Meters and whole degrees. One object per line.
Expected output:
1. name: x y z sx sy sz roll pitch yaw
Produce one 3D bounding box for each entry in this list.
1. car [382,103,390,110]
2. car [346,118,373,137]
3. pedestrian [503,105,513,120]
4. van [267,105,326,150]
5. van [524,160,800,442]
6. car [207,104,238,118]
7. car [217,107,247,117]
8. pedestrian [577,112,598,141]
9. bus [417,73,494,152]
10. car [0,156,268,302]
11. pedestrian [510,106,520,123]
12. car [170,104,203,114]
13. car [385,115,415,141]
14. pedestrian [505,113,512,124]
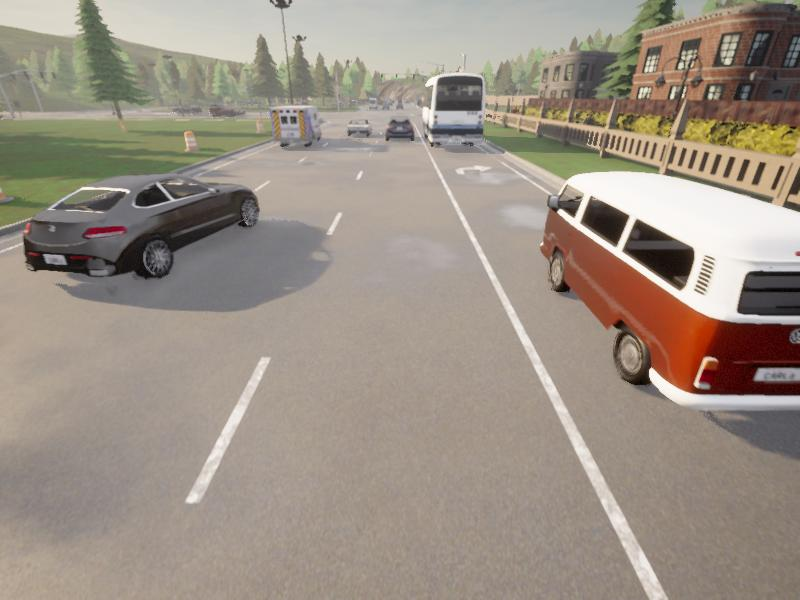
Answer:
1. car: -3.520 -49.725 102.702 1.845 1.501 3.633 0 27 0
2. car: -3.502 -15.259 35.255 1.895 1.301 4.718 0 27 0
3. pedestrian: 14.403 -25.004 53.375 0.751 1.860 0.751 -3 27 -7
4. van: -6.999 -12.196 27.993 2.351 2.431 6.366 0 27 0
5. van: 3.504 -0.526 5.493 2.069 2.038 4.480 0 27 0
6. car: -28.794 -30.689 64.917 3.866 1.878 1.905 1 27 0
7. car: -28.602 -32.041 68.156 4.181 1.385 1.994 0 27 1
8. pedestrian: 13.456 -12.445 28.705 0.751 1.860 0.751 -1 27 -2
9. bus: 3.378 -13.421 28.387 3.944 4.253 10.273 0 27 0
10. car: -5.182 -1.909 8.674 2.152 1.651 5.027 5 27 10
11. pedestrian: 13.582 -21.907 47.292 0.751 1.860 0.751 0 27 -1
12. car: -41.801 -37.437 78.464 5.238 1.638 1.930 0 27 1
13. car: -0.003 -13.863 32.099 2.242 1.667 4.611 0 27 0
14. pedestrian: 12.813 -21.458 47.248 0.500 1.100 0.500 -5 27 -10
